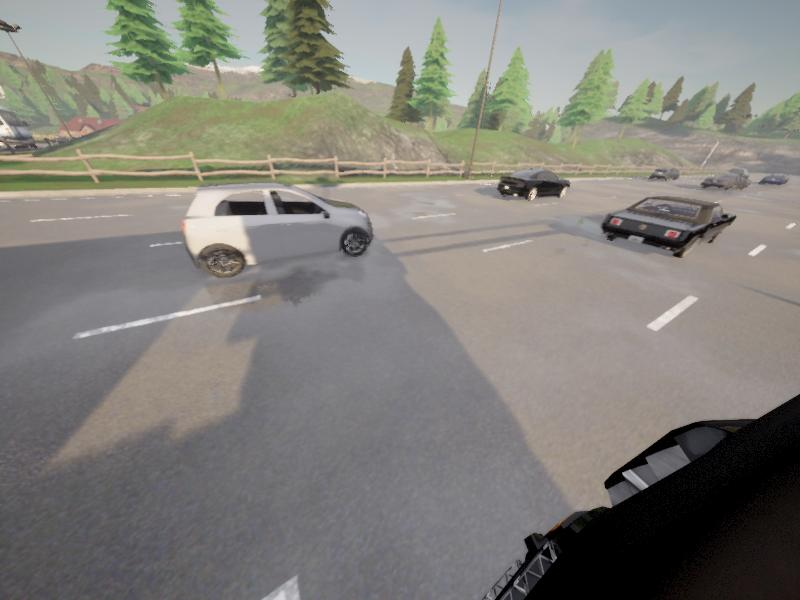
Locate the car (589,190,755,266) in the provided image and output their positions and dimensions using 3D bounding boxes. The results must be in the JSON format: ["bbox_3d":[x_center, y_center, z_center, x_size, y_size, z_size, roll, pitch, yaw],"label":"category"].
[{"bbox_3d":[8.416,-2.444,7.140,4.718,1.301,1.895,-15,38,-26],"label":"car"}]

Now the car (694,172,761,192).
[{"bbox_3d":[32.478,-11.723,22.934,5.357,1.411,2.033,-10,36,-19],"label":"car"}]

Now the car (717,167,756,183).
[{"bbox_3d":[50.125,-18.666,34.426,4.553,1.767,2.097,-16,38,-26],"label":"car"}]

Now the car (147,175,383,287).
[{"bbox_3d":[-2.406,-1.757,5.051,3.633,1.501,1.845,-16,38,-26],"label":"car"}]

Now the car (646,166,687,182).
[{"bbox_3d":[34.898,-16.552,30.292,4.514,1.525,2.007,-15,38,-26],"label":"car"}]

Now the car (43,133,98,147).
[{"bbox_3d":[-55.200,-26.868,38.844,4.611,1.667,2.242,-15,38,-25],"label":"car"}]

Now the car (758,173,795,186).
[{"bbox_3d":[53.591,-17.232,32.917,4.181,1.385,1.994,-16,38,-26],"label":"car"}]

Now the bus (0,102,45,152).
[{"bbox_3d":[-45.280,-19.303,25.735,10.273,4.253,3.944,29,42,34],"label":"bus"}]

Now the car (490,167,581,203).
[{"bbox_3d":[7.954,-6.857,13.548,5.008,1.535,1.882,-16,38,-25],"label":"car"}]
